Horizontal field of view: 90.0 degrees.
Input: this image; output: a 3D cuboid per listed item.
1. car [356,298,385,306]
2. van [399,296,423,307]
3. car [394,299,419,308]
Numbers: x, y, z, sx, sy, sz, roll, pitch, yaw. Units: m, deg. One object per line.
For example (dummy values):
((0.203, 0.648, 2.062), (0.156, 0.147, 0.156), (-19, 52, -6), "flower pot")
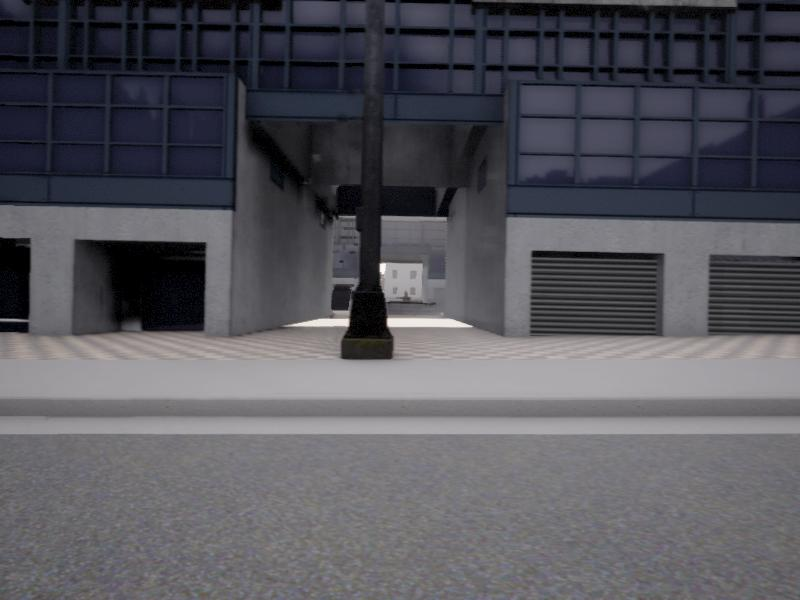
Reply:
((-5.729, 0.448, 78.734), (5.357, 1.411, 2.033), (1, 0, 13), "car")
((2.196, 0.342, 77.918), (4.442, 1.987, 1.775), (1, 0, 5), "van")
((1.191, 0.586, 74.448), (4.514, 1.525, 2.007), (1, 0, 5), "car")
